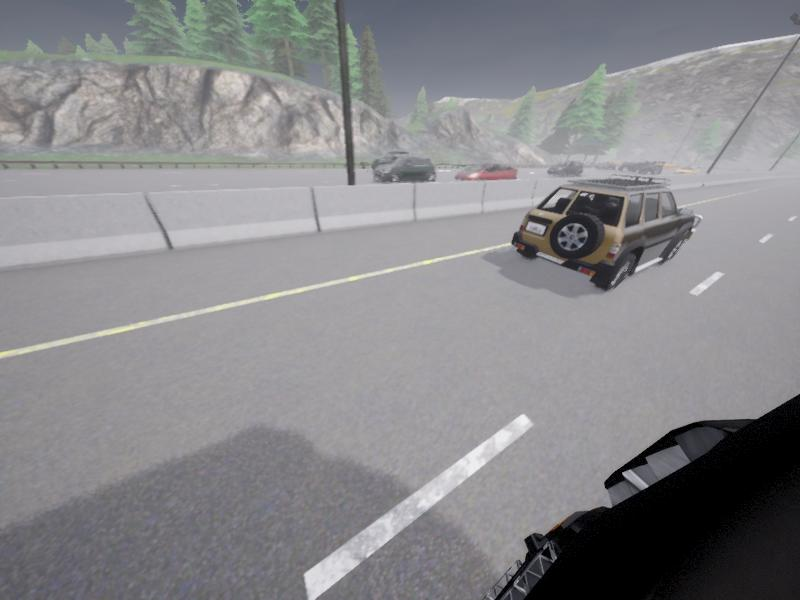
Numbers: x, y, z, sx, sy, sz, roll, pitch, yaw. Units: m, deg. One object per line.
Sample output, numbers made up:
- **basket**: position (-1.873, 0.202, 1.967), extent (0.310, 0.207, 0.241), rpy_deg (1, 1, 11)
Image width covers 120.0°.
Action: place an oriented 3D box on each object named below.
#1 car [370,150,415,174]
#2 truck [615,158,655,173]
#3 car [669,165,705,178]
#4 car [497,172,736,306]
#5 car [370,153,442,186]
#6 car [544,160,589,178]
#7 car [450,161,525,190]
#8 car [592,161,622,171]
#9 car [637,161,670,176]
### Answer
- **car**: position (-0.769, -13.519, 22.634), extent (3.866, 1.878, 1.905), rpy_deg (-16, 38, -26)
- **truck**: position (40.833, -23.361, 40.148), extent (6.274, 2.098, 2.390), rpy_deg (-16, 38, -26)
- **car**: position (43.013, -19.314, 34.649), extent (5.366, 1.575, 1.801), rpy_deg (-16, 38, -26)
- **car**: position (4.776, -1.720, 5.193), extent (4.605, 1.855, 1.932), rpy_deg (-16, 38, -26)
- **car**: position (0.425, -9.359, 16.515), extent (4.553, 1.767, 2.097), rpy_deg (-16, 38, -26)
- **car**: position (19.647, -15.516, 27.297), extent (3.988, 1.617, 1.851), rpy_deg (-8, 35, -15)
- **car**: position (6.127, -8.784, 16.278), extent (4.514, 1.525, 2.007), rpy_deg (-12, 36, -21)
- **car**: position (37.855, -24.491, 42.188), extent (4.902, 1.511, 2.128), rpy_deg (-16, 38, -26)
- **car**: position (39.761, -20.737, 36.296), extent (3.866, 1.878, 1.905), rpy_deg (-16, 38, -26)
